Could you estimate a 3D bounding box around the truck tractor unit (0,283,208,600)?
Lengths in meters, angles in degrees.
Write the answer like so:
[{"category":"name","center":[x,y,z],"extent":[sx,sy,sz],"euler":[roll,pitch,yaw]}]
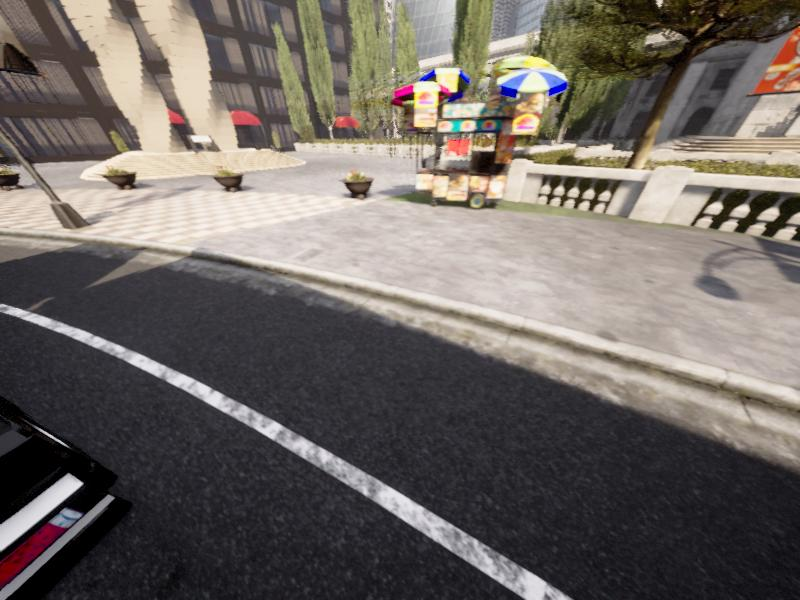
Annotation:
[{"category":"truck tractor unit","center":[-5.261,-0.114,0.539],"extent":[6.516,4.208,3.053],"euler":[11,37,16]}]
